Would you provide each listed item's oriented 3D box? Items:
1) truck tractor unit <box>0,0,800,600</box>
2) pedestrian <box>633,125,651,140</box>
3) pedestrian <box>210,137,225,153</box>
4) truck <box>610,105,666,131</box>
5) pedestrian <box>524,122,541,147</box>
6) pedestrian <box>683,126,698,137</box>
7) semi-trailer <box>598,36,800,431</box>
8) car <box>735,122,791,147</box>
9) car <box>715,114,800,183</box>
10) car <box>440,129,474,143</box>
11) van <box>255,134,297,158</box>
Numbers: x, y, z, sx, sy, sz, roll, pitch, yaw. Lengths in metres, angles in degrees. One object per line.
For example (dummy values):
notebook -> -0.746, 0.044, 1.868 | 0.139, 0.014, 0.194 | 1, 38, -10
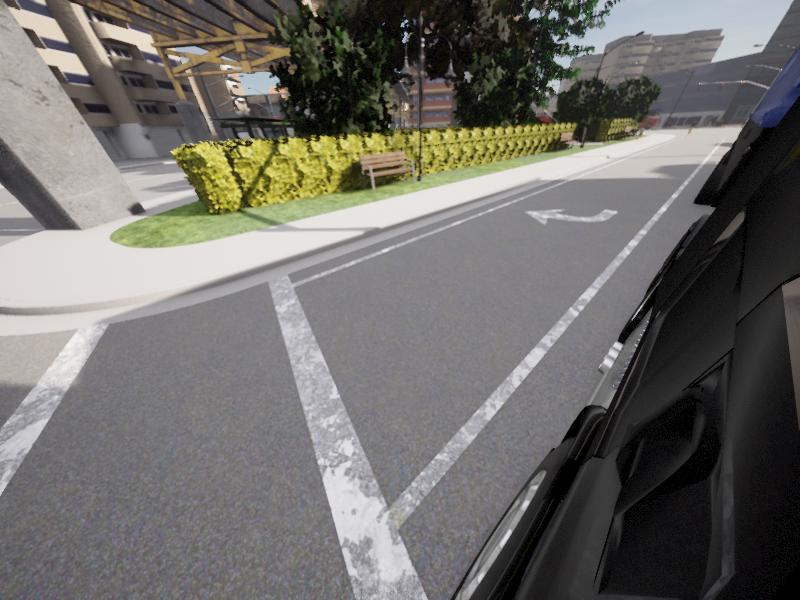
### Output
truck tractor unit -> 2.645, -0.295, 0.351 | 6.516, 4.208, 3.053 | -28, 44, -30
pedestrian -> 25.899, -17.933, 24.739 | 0.751, 1.300, 0.751 | -24, 42, -27
pedestrian -> -25.814, -21.914, 32.704 | 0.751, 1.860, 0.751 | 20, 42, 27
truck -> 48.579, -37.258, 47.661 | 2.891, 3.827, 8.468 | 1, 36, 5
pedestrian -> 12.941, -16.148, 22.559 | 0.751, 1.860, 0.751 | -1, 37, 2
pedestrian -> 34.391, -19.981, 27.390 | 0.500, 1.100, 0.500 | -3, 37, -1
semi-trailer -> 8.663, -3.623, 4.271 | 14.254, 4.402, 2.717 | -28, 44, -30
car -> 29.056, -13.369, 18.602 | 4.674, 1.442, 1.812 | -28, 43, -30
car -> 16.169, -6.686, 9.940 | 5.566, 2.045, 2.150 | -28, 43, -31
car -> 9.240, -27.022, 37.939 | 5.027, 1.651, 2.152 | 2, 37, 6
van -> -14.475, -18.392, 27.441 | 2.069, 2.038, 4.480 | 1, 37, 5
